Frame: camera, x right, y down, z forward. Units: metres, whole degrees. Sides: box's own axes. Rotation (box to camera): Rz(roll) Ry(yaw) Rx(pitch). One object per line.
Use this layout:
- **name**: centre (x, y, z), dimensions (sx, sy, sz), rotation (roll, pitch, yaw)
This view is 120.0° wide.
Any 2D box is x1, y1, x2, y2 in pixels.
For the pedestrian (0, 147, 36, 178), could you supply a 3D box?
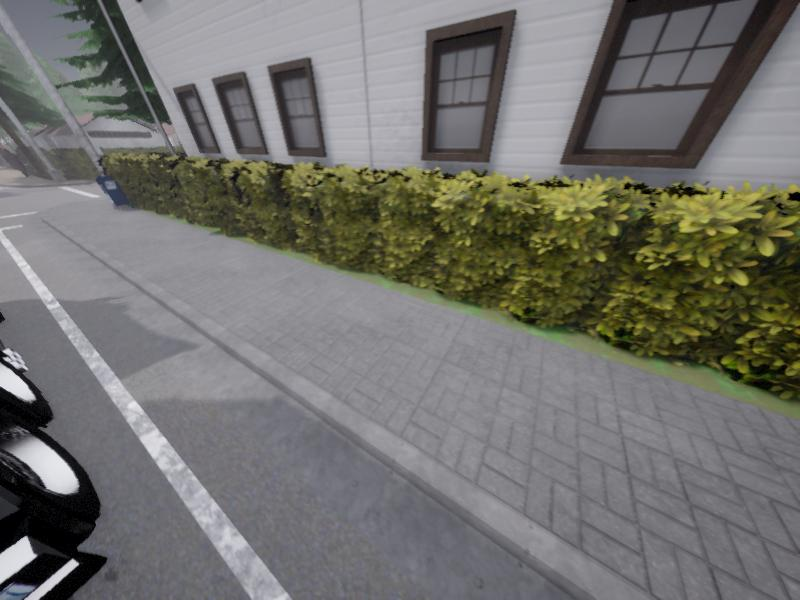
- **pedestrian**: centre (-28.424, -10.174, 17.115), dimensions (0.751, 1.860, 0.751), rotation (23, 41, 30)

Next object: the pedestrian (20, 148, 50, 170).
- **pedestrian**: centre (-36.763, -14.186, 23.302), dimensions (0.751, 1.860, 0.751), rotation (20, 40, 27)

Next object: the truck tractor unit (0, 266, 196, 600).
- **truck tractor unit**: centre (-5.121, -0.293, 0.808), dimensions (6.516, 4.208, 3.053), rotation (18, 38, 25)
